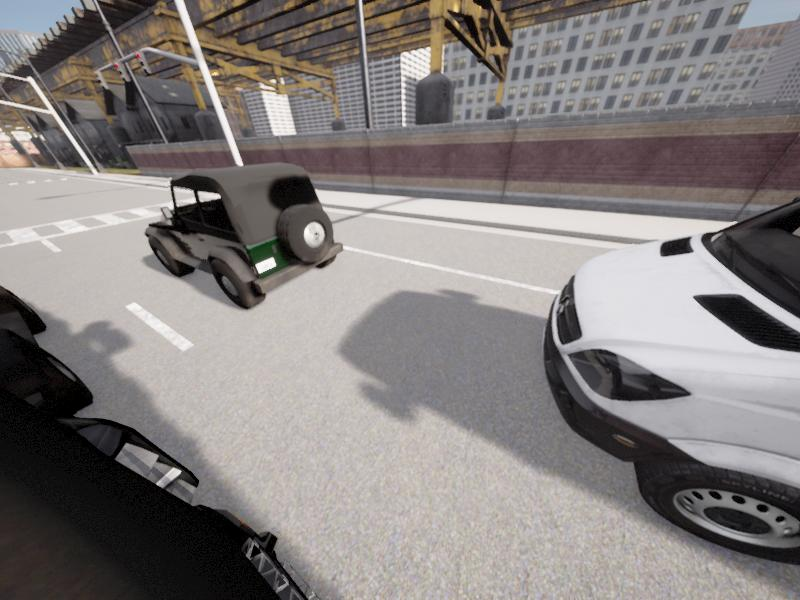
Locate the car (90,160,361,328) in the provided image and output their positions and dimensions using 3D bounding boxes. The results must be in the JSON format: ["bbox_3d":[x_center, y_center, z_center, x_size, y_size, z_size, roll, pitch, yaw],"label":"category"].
[{"bbox_3d":[-2.951,-1.363,4.199,3.866,1.878,1.905,17,39,25],"label":"car"}]

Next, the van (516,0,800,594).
[{"bbox_3d":[3.956,0.449,0.581,5.915,2.561,1.988,17,39,25],"label":"van"}]

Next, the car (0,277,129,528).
[{"bbox_3d":[-4.607,0.443,1.697,3.866,1.878,1.905,17,39,25],"label":"car"}]
